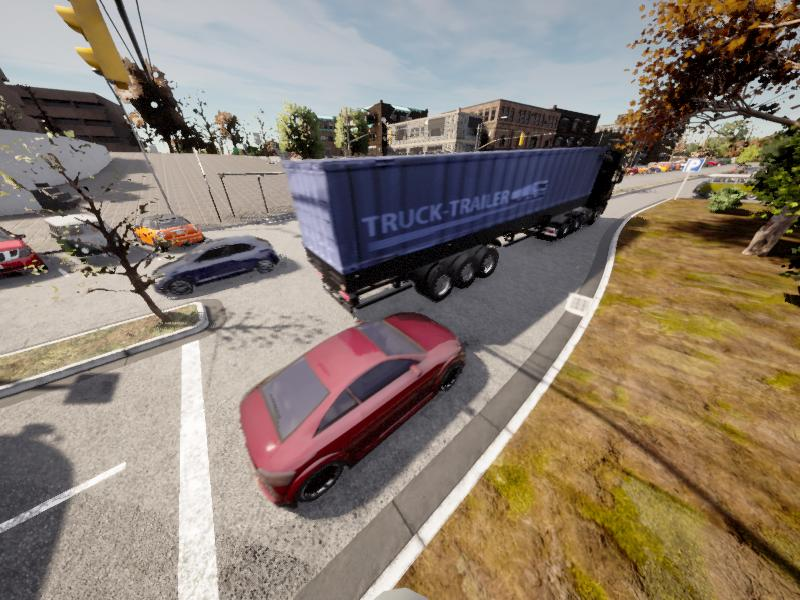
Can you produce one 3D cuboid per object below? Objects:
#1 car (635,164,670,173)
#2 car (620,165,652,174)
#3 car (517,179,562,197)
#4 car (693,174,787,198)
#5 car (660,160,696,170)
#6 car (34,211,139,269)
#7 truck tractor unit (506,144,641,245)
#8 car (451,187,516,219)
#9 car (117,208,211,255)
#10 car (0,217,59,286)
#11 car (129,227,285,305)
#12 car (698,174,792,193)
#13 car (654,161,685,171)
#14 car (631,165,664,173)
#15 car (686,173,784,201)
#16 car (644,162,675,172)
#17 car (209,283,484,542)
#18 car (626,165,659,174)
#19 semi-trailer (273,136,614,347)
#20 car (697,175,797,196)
[{"bbox_3d":[60.044,-31.365,55.174,5.366,1.575,1.946,22,38,35],"label":"car"},{"bbox_3d":[52.328,-28.939,51.258,4.553,1.767,2.185,21,38,34],"label":"car"},{"bbox_3d":[16.584,-13.363,27.392,5.357,1.411,2.033,-21,36,-29],"label":"car"},{"bbox_3d":[33.092,-11.306,22.797,4.553,1.767,2.185,20,37,31],"label":"car"},{"bbox_3d":[73.317,-35.569,61.045,5.566,2.045,2.435,22,38,36],"label":"car"},{"bbox_3d":[-16.054,-3.211,11.856,4.442,1.987,1.878,15,34,27],"label":"car"},{"bbox_3d":[9.826,-6.337,13.284,6.516,4.208,3.053,-24,39,-30],"label":"truck tractor unit"},{"bbox_3d":[6.520,-7.654,17.995,4.792,1.488,2.163,-22,38,-30],"label":"car"},{"bbox_3d":[-13.789,-4.164,13.541,4.553,1.767,2.185,15,35,27],"label":"car"},{"bbox_3d":[-18.453,-2.226,10.271,5.566,2.045,2.435,15,34,27],"label":"car"},{"bbox_3d":[-7.224,-1.569,9.180,4.193,1.474,1.816,-25,38,-31],"label":"car"},{"bbox_3d":[37.900,-13.039,25.682,5.366,1.575,1.946,21,38,31],"label":"car"},{"bbox_3d":[68.170,-33.897,58.556,4.442,1.987,1.878,22,38,35],"label":"car"},{"bbox_3d":[57.558,-30.497,53.847,5.008,1.535,2.097,22,37,35],"label":"car"},{"bbox_3d":[30.571,-10.506,21.390,4.442,1.987,1.878,20,38,31],"label":"car"},{"bbox_3d":[62.903,-32.281,56.119,4.442,1.987,1.878,22,38,35],"label":"car"},{"bbox_3d":[-0.600,1.292,4.302,4.181,1.385,1.994,-25,38,-33],"label":"car"},{"bbox_3d":[54.944,-29.664,52.587,4.892,1.521,2.231,22,38,35],"label":"car"},{"bbox_3d":[3.562,-3.681,9.240,14.254,4.402,2.717,-24,38,-30],"label":"semi-trailer"},{"bbox_3d":[35.730,-12.037,24.127,5.366,1.575,1.946,21,37,31],"label":"car"}]
